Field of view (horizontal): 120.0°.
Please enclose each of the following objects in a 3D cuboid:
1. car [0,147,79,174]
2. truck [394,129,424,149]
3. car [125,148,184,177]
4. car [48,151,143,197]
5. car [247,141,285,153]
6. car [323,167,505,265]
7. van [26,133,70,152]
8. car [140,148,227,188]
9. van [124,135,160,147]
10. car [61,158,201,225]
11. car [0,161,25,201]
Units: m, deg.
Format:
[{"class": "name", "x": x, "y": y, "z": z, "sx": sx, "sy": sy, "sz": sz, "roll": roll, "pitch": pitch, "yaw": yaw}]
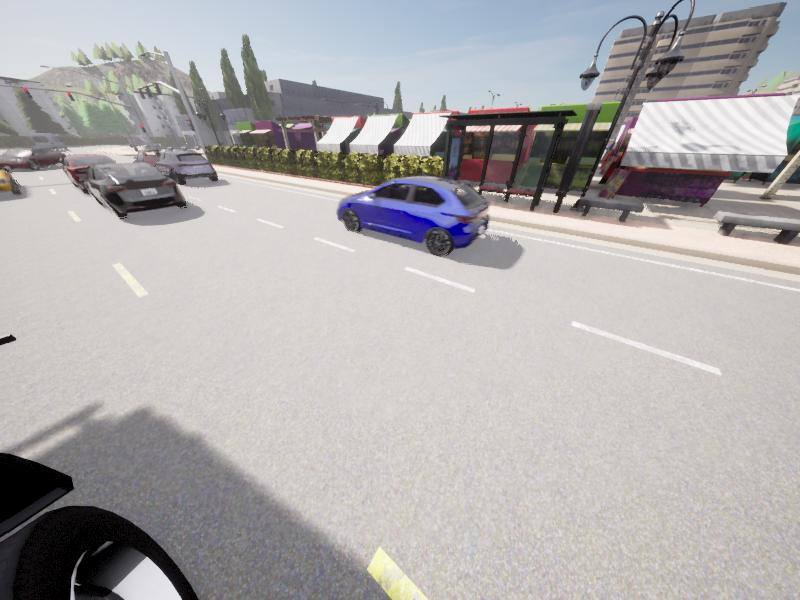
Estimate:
[{"class": "car", "x": -29.164, "y": -11.166, "z": 18.275, "sx": 2.163, "sy": 1.488, "sz": 4.792, "roll": -11, "pitch": 37, "yaw": -16}, {"class": "truck", "x": 2.294, "y": -39.688, "z": 56.919, "sx": 2.891, "sy": 3.827, "sz": 8.468, "roll": 23, "pitch": 41, "yaw": 29}, {"class": "car", "x": -17.701, "y": -10.006, "z": 16.663, "sx": 3.633, "sy": 1.501, "sz": 1.845, "roll": 25, "pitch": 42, "yaw": 31}, {"class": "car", "x": -15.545, "y": -6.563, "z": 11.786, "sx": 5.008, "sy": 1.535, "sz": 1.882, "roll": 23, "pitch": 41, "yaw": 28}, {"class": "car", "x": -22.890, "y": -26.363, "z": 39.757, "sx": 2.152, "sy": 1.651, "sz": 5.027, "roll": 24, "pitch": 41, "yaw": 29}, {"class": "car", "x": 0.197, "y": -2.478, "z": 6.150, "sx": 4.193, "sy": 1.474, "sz": 1.816, "roll": 23, "pitch": 41, "yaw": 28}, {"class": "van", "x": -61.327, "y": -27.623, "z": 40.456, "sx": 1.988, "sy": 2.561, "sz": 5.915, "roll": -23, "pitch": 41, "yaw": -29}, {"class": "car", "x": -12.863, "y": -7.965, "z": 13.716, "sx": 4.856, "sy": 1.649, "sz": 2.033, "roll": 23, "pitch": 41, "yaw": 28}, {"class": "van", "x": -68.280, "y": -42.298, "z": 61.355, "sx": 2.351, "sy": 2.431, "sz": 6.366, "roll": 0, "pitch": 35, "yaw": -1}, {"class": "car", "x": -9.969, "y": -4.232, "z": 8.565, "sx": 4.792, "sy": 1.488, "sz": 2.163, "roll": 22, "pitch": 41, "yaw": 28}, {"class": "car", "x": -19.090, "y": -5.573, "z": 10.322, "sx": 5.366, "sy": 1.575, "sz": 1.801, "roll": 23, "pitch": 41, "yaw": 28}]
